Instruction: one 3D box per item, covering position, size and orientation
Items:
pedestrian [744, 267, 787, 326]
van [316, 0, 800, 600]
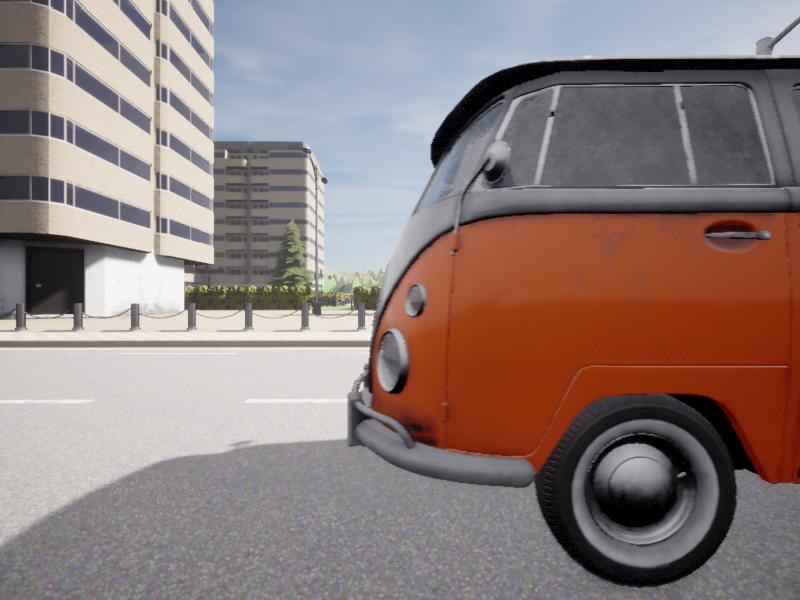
[{"bbox_3d":[11.832,-0.115,12.990,0.751,1.860,0.751,0,0,11],"label":"pedestrian"},{"bbox_3d":[1.958,-0.002,2.150,4.442,1.987,1.775,0,0,0],"label":"van"}]
